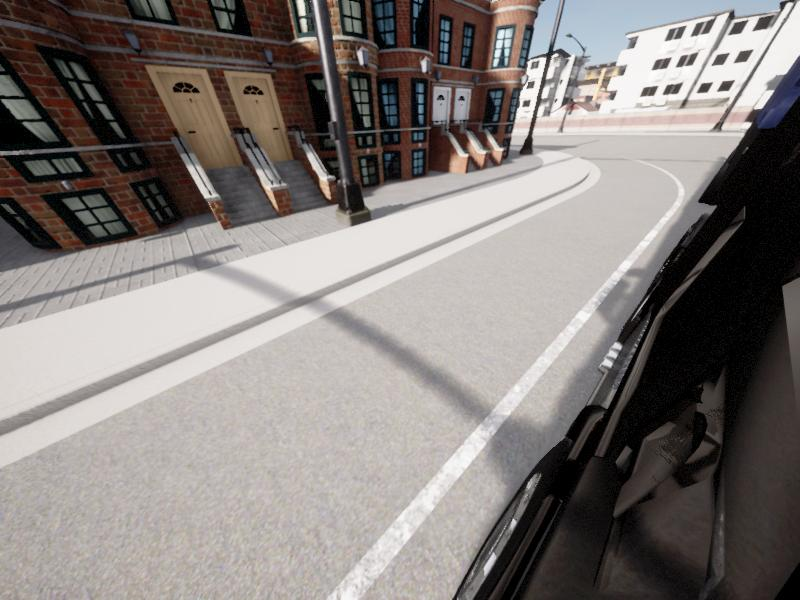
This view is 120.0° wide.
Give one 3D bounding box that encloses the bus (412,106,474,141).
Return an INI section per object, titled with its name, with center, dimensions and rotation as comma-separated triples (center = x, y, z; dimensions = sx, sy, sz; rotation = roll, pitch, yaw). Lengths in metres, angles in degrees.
[bus]
center = 6.811, -29.640, 39.087
dimensions = 3.944, 4.253, 10.273
rotation = -26, 42, -28

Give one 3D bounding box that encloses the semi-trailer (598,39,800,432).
[semi-trailer]
center = 8.703, -3.614, 4.204
dimensions = 14.254, 4.402, 2.717
rotation = -28, 44, -29

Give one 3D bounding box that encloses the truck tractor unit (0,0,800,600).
[truck tractor unit]
center = 2.645, -0.295, 0.352
dimensions = 6.516, 4.208, 3.053
rotation = -28, 44, -30
